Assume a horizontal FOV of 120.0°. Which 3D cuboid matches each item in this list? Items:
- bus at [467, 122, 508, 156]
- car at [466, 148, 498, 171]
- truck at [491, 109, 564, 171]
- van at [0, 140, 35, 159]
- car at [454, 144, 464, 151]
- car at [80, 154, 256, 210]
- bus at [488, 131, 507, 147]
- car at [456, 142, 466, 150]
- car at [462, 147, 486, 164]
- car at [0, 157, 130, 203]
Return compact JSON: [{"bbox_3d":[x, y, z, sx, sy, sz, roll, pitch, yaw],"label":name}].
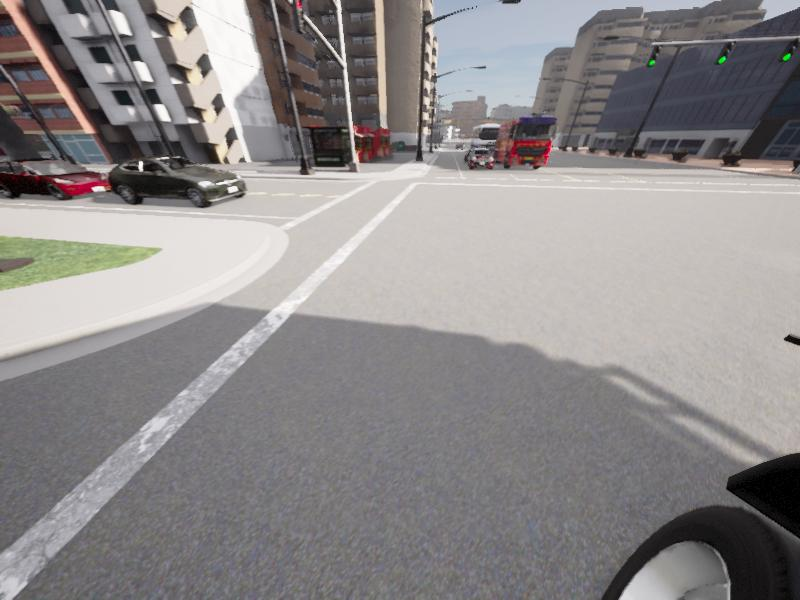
[{"bbox_3d":[14.811,-28.001,40.351,3.944,4.253,10.273,3,35,5],"label":"bus"},{"bbox_3d":[6.891,-12.153,19.854,1.970,1.475,3.806,6,35,8],"label":"car"},{"bbox_3d":[10.772,-14.289,20.862,2.891,3.827,8.468,5,35,8],"label":"truck"},{"bbox_3d":[-52.419,-19.590,30.055,2.069,2.038,4.480,6,36,8],"label":"van"},{"bbox_3d":[14.782,-38.360,57.918,1.994,1.385,4.181,5,35,8],"label":"car"},{"bbox_3d":[-9.251,-4.978,9.563,5.027,1.651,2.152,6,36,9],"label":"car"},{"bbox_3d":[33.871,-56.661,80.943,3.944,4.253,10.273,5,37,8],"label":"bus"},{"bbox_3d":[16.900,-42.775,64.089,2.242,1.667,4.611,5,35,8],"label":"car"},{"bbox_3d":[8.113,-16.037,25.542,1.994,1.385,4.181,6,35,8],"label":"car"},{"bbox_3d":[-16.075,-5.612,10.621,4.792,1.488,2.163,6,36,8],"label":"car"}]
